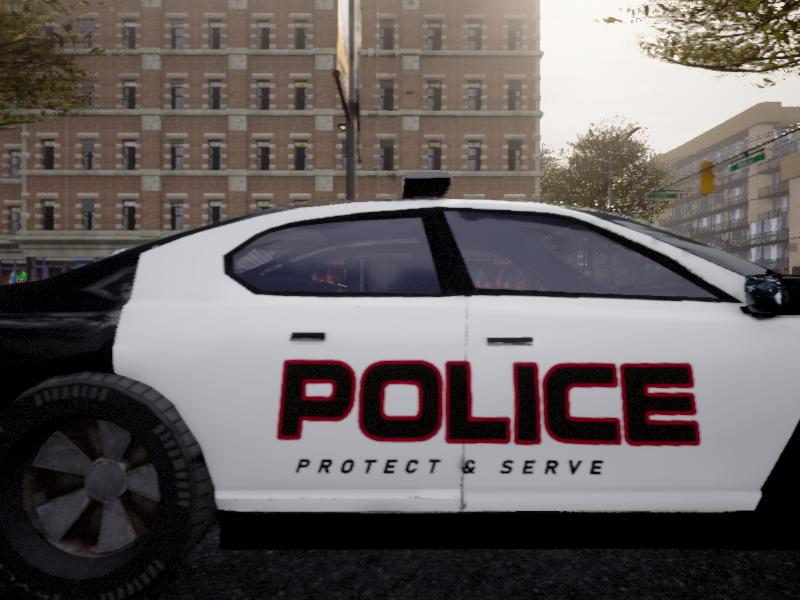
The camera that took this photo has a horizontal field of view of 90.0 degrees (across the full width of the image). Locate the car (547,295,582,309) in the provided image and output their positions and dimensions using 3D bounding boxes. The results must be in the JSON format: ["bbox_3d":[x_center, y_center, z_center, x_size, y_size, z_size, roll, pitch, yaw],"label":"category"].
[{"bbox_3d":[19.995,0.209,48.970,2.152,1.651,5.027,0,0,0],"label":"car"}]

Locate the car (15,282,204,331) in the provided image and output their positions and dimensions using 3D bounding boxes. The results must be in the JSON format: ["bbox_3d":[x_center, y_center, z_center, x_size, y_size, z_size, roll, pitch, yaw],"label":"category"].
[{"bbox_3d":[-9.714,0.213,13.697,4.974,1.542,2.038,0,0,0],"label":"car"}]

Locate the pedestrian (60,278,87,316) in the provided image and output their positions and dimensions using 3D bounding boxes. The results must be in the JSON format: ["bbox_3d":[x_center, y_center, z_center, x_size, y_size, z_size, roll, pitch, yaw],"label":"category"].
[{"bbox_3d":[-16.447,-0.140,20.176,0.751,1.860,0.751,0,0,7],"label":"pedestrian"}]

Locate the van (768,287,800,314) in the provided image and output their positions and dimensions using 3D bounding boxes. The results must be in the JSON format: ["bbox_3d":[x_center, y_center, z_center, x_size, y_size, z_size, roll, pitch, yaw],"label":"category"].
[{"bbox_3d":[30.606,0.042,30.040,1.775,1.987,4.442,0,0,0],"label":"van"}]

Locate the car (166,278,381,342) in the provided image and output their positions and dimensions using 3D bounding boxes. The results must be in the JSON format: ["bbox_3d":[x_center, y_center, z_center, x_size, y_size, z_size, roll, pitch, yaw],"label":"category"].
[{"bbox_3d":[-2.979,0.239,10.195,4.892,1.490,1.837,0,0,0],"label":"car"}]

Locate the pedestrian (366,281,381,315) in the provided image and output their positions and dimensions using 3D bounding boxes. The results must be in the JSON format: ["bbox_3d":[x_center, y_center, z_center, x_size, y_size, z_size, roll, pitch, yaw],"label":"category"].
[{"bbox_3d":[-1.440,-0.118,21.996,0.751,1.860,0.751,0,0,1],"label":"pedestrian"}]

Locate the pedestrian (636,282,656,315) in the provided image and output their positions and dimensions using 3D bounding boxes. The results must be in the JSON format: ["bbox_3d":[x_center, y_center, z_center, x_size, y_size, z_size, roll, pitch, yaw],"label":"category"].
[{"bbox_3d":[14.327,-0.095,23.285,0.751,1.860,0.751,0,0,-32],"label":"pedestrian"}]

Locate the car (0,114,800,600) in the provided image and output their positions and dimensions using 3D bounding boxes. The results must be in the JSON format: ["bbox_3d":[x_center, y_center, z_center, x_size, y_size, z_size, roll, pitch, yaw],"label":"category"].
[{"bbox_3d":[0.538,0.228,2.189,4.974,1.542,2.038,0,0,0],"label":"car"}]

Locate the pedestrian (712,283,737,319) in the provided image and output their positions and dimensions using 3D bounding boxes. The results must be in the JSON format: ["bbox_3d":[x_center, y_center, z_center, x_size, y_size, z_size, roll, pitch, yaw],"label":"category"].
[{"bbox_3d":[17.364,0.061,21.427,0.751,1.860,0.751,0,0,-3],"label":"pedestrian"}]

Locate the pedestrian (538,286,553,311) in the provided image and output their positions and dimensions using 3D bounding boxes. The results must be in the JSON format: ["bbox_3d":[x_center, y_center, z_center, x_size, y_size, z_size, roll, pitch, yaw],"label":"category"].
[{"bbox_3d":[11.050,-0.100,30.385,0.751,1.860,0.751,0,0,-7],"label":"pedestrian"}]

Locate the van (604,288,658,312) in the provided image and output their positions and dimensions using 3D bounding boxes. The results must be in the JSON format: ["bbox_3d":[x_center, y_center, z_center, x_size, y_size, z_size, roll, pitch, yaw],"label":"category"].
[{"bbox_3d":[20.074,-0.001,35.039,2.069,2.038,4.480,0,0,0],"label":"van"}]

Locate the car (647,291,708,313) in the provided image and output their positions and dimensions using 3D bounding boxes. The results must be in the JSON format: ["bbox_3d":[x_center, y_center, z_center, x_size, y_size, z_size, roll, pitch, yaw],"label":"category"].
[{"bbox_3d":[23.579,0.127,34.258,2.097,1.767,4.553,0,0,0],"label":"car"}]
